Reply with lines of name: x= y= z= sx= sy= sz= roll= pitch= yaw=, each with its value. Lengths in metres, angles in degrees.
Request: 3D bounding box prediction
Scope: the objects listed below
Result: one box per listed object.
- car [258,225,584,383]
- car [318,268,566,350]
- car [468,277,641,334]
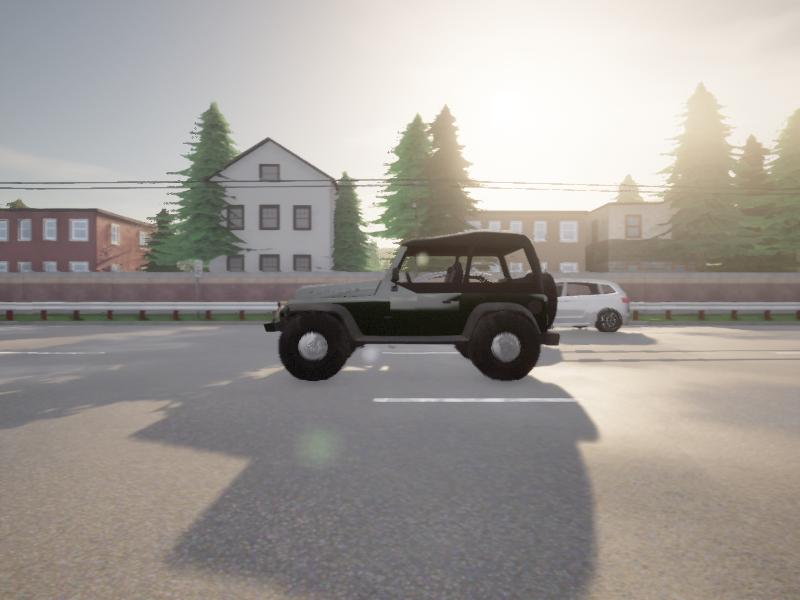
car: x=0.253 y=0.046 z=5.701 sx=3.866 sy=1.878 sz=1.905 roll=0 pitch=0 yaw=0
car: x=0.848 y=0.181 z=9.199 sx=5.027 sy=1.651 sz=2.152 roll=0 pitch=0 yaw=0
car: x=4.667 y=0.157 z=12.701 sx=4.611 sy=1.667 sz=2.242 roll=0 pitch=0 yaw=0
